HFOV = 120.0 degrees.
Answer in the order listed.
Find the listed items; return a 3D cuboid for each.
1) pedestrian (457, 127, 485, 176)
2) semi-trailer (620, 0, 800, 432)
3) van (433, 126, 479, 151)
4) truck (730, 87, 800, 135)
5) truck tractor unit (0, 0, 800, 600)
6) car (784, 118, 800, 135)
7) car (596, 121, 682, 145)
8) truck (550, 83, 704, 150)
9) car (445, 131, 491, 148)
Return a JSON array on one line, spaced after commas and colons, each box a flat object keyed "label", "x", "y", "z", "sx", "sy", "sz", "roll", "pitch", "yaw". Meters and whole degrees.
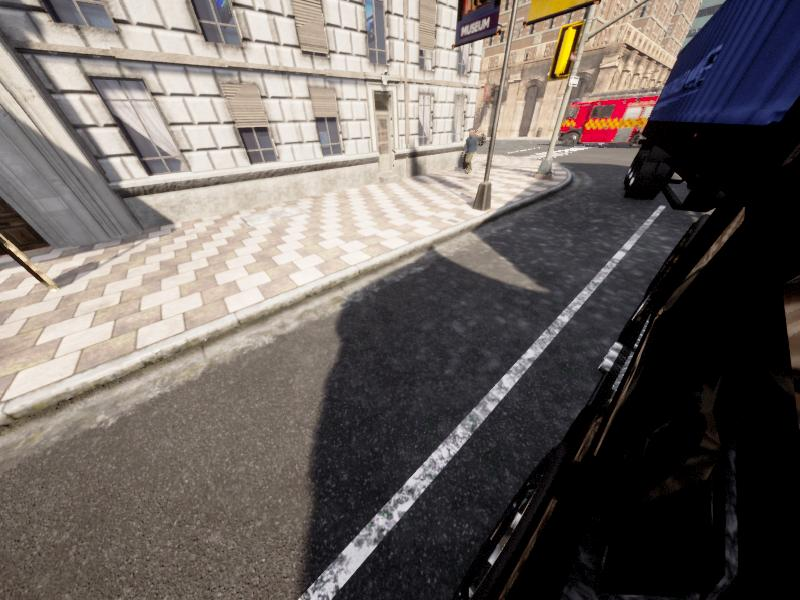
[{"label": "pedestrian", "x": 3.303, "y": -6.968, "z": 10.895, "sx": 0.751, "sy": 1.860, "sz": 0.751, "roll": 27, "pitch": 46, "yaw": 34}, {"label": "semi-trailer", "x": 7.689, "y": -4.149, "z": 5.011, "sx": 2.717, "sy": 4.402, "sz": 14.254, "roll": 23, "pitch": 44, "yaw": 30}, {"label": "van", "x": 5.825, "y": -17.275, "z": 24.694, "sx": 1.775, "sy": 1.987, "sz": 4.442, "roll": -29, "pitch": 44, "yaw": -30}, {"label": "truck", "x": 41.744, "y": -21.452, "z": 26.476, "sx": 8.468, "sy": 3.827, "sz": 2.891, "roll": -29, "pitch": 44, "yaw": -30}, {"label": "truck tractor unit", "x": 2.645, "y": -0.295, "z": 0.351, "sx": 6.516, "sy": 4.208, "sz": 3.053, "roll": -28, "pitch": 44, "yaw": -30}, {"label": "car", "x": 43.620, "y": -18.669, "z": 24.752, "sx": 4.718, "sy": 1.301, "sz": 1.895, "roll": -29, "pitch": 44, "yaw": -30}, {"label": "car", "x": 22.394, "y": -15.787, "z": 21.952, "sx": 1.930, "sy": 1.638, "sz": 5.238, "roll": -29, "pitch": 43, "yaw": -31}, {"label": "truck", "x": 18.918, "y": -15.736, "z": 20.278, "sx": 2.891, "sy": 3.827, "sz": 8.468, "roll": -29, "pitch": 44, "yaw": -31}, {"label": "car", "x": 7.867, "y": -18.936, "z": 27.195, "sx": 1.837, "sy": 1.490, "sz": 4.892, "roll": -29, "pitch": 44, "yaw": -30}]
